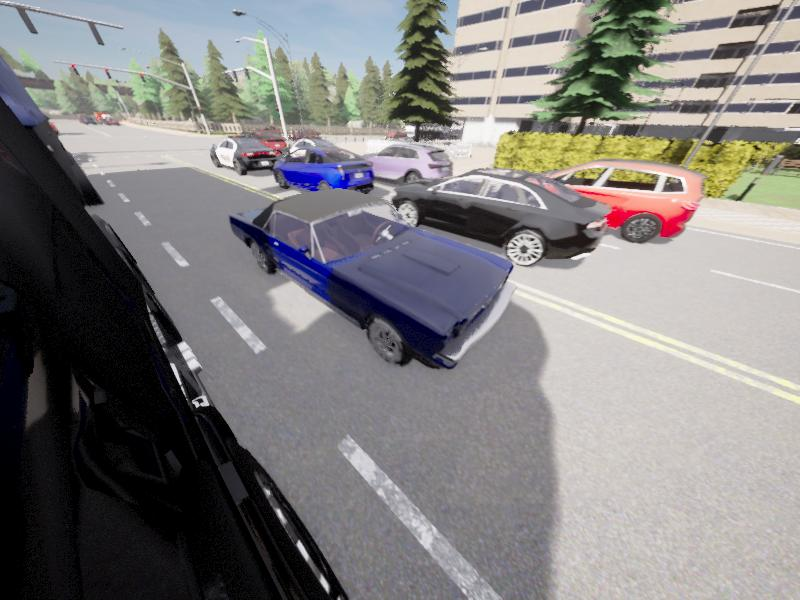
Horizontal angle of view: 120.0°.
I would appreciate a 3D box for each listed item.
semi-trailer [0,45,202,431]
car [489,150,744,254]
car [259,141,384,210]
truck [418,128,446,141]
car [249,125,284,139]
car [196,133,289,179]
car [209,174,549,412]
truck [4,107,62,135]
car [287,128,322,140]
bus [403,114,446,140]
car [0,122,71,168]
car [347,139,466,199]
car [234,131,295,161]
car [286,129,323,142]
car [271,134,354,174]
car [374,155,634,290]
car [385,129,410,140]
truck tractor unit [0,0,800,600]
[{"bbox_3d":[-8.706,-3.586,4.241,14.254,4.402,2.717,28,44,30],"label":"semi-trailer"},{"bbox_3d":[5.475,-3.172,6.745,4.611,1.667,2.242,28,44,30],"label":"car"},{"bbox_3d":[-2.954,-4.846,8.637,4.514,1.525,2.007,28,44,30],"label":"car"},{"bbox_3d":[6.830,-34.776,48.502,2.390,2.098,6.274,29,44,31],"label":"truck"},{"bbox_3d":[-20.371,-25.667,35.326,1.851,1.617,3.988,30,45,32],"label":"car"},{"bbox_3d":[-8.294,-7.688,12.126,4.974,1.542,2.038,28,44,30],"label":"car"},{"bbox_3d":[-0.741,-0.826,3.601,4.718,1.301,1.895,28,44,30],"label":"car"},{"bbox_3d":[-43.307,-21.199,27.420,5.204,2.467,2.627,28,44,30],"label":"truck"},{"bbox_3d":[-14.865,-26.068,36.292,1.812,1.442,4.674,28,44,30],"label":"car"},{"bbox_3d":[5.540,-38.036,50.977,3.944,4.253,10.273,28,44,30],"label":"bus"},{"bbox_3d":[-19.713,-8.309,12.243,5.238,1.638,1.930,28,44,30],"label":"car"},{"bbox_3d":[0.093,-6.015,10.272,4.856,1.649,2.033,28,44,30],"label":"car"},{"bbox_3d":[-9.956,-11.368,16.935,4.514,1.525,2.007,29,45,31],"label":"car"},{"bbox_3d":[-13.640,-23.639,33.190,1.994,1.385,4.181,29,45,31],"label":"car"},{"bbox_3d":[-5.228,-8.806,13.778,4.974,1.542,2.038,28,44,30],"label":"car"},{"bbox_3d":[1.918,-2.249,5.458,4.902,1.511,2.128,28,44,30],"label":"car"},{"bbox_3d":[-0.472,-32.775,45.843,2.152,1.651,5.027,28,44,30],"label":"car"},{"bbox_3d":[-2.645,-0.295,0.351,6.516,4.208,3.053,28,44,30],"label":"truck tractor unit"}]
